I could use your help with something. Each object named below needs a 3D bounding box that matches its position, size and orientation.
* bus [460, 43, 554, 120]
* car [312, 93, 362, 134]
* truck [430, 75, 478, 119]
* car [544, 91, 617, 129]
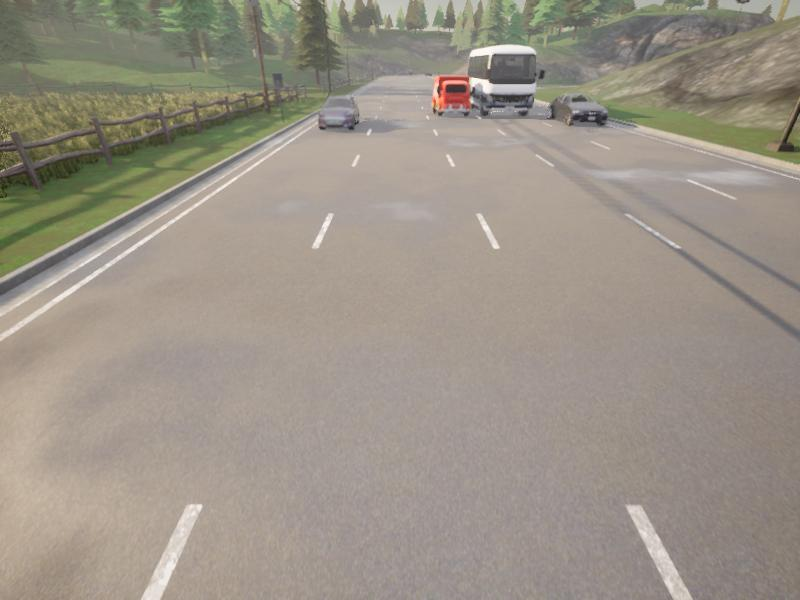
[{"bbox_3d":[7.253,-16.178,29.459,3.944,4.253,10.273,0,31,0],"label":"bus"},{"bbox_3d":[-3.375,-10.629,22.568,2.033,1.649,4.856,0,30,0],"label":"car"},{"bbox_3d":[3.630,-14.339,28.094,2.627,2.467,5.204,0,30,0],"label":"truck"},{"bbox_3d":[10.668,-11.586,24.215,2.152,1.651,5.027,0,30,1],"label":"car"}]
